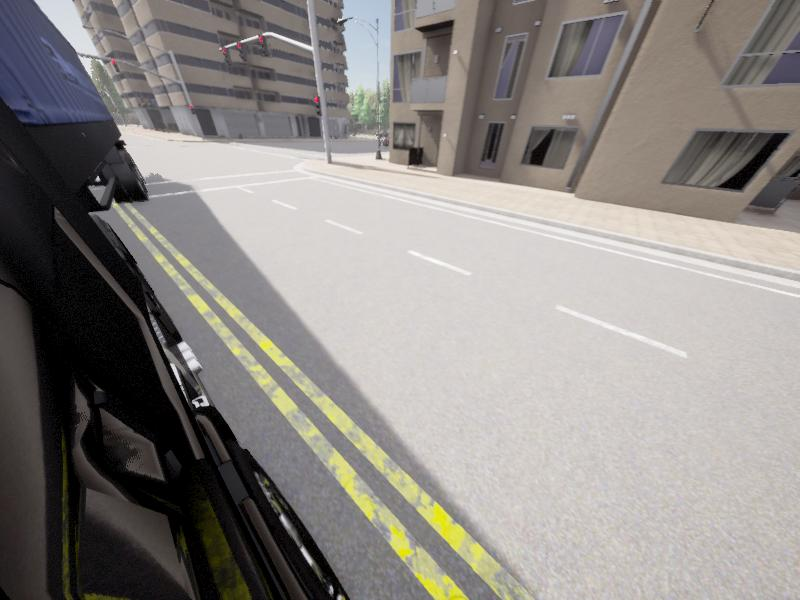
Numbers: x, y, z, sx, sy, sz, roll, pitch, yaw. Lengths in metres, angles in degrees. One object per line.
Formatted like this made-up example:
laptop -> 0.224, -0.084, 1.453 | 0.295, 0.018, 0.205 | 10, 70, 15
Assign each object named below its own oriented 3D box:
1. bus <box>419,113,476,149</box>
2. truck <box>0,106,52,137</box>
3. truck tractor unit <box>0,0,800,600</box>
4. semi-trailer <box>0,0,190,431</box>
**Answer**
bus -> 7.849, -27.132, 37.293 | 3.944, 4.253, 10.273 | 27, 43, 29
truck -> -40.960, -19.356, 25.049 | 5.204, 2.467, 2.627 | 27, 43, 29
truck tractor unit -> -2.645, -0.295, 0.351 | 6.516, 4.208, 3.053 | 28, 44, 30
semi-trailer -> -8.138, -3.925, 4.724 | 2.717, 4.402, 14.254 | -27, 46, -34
